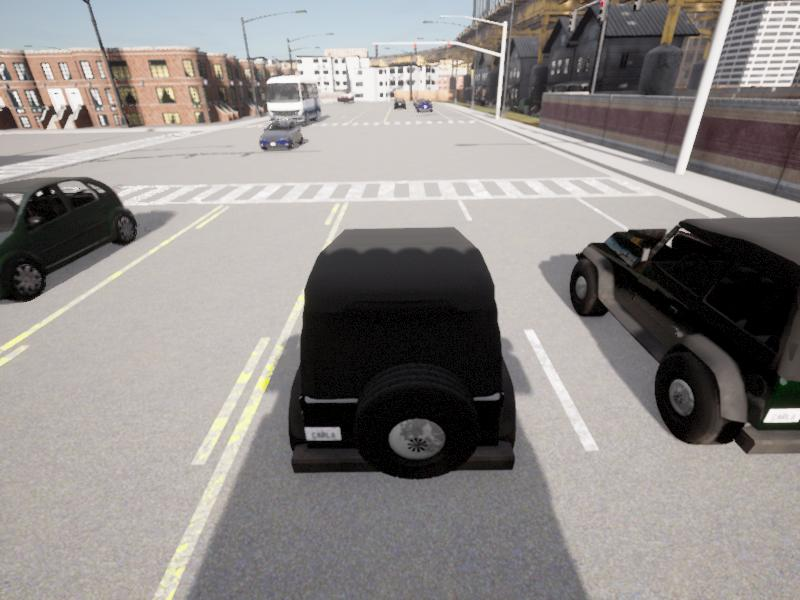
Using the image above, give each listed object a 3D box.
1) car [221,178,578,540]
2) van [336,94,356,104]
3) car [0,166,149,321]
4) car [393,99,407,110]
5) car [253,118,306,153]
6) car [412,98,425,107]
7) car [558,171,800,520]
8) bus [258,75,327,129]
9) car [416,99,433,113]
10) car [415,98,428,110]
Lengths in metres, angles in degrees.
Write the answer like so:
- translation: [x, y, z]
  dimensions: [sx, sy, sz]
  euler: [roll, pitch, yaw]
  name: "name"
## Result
- translation: [0.010, 0.064, 4.283]
  dimensions: [1.905, 1.878, 3.866]
  euler: [-1, 28, 1]
  name: "car"
- translation: [-13.296, -49.246, 98.068]
  dimensions: [4.480, 2.038, 2.069]
  euler: [17, 33, 30]
  name: "van"
- translation: [-6.991, -1.316, 7.514]
  dimensions: [1.851, 1.617, 3.988]
  euler: [-1, 28, 1]
  name: "car"
- translation: [-0.004, -32.976, 67.275]
  dimensions: [2.163, 1.488, 4.792]
  euler: [-1, 28, 1]
  name: "car"
- translation: [-6.989, -9.793, 23.701]
  dimensions: [1.816, 1.474, 4.193]
  euler: [-1, 28, 1]
  name: "car"
- translation: [3.464, -36.891, 74.715]
  dimensions: [1.895, 1.301, 4.718]
  euler: [-2, 28, -2]
  name: "car"
- translation: [3.510, -0.053, 4.349]
  dimensions: [1.905, 1.878, 3.866]
  euler: [-1, 28, 1]
  name: "car"
- translation: [-10.402, -20.146, 40.478]
  dimensions: [3.944, 4.253, 10.273]
  euler: [-1, 28, 1]
  name: "bus"
- translation: [3.497, -27.930, 57.407]
  dimensions: [2.152, 1.651, 5.027]
  euler: [-1, 27, 1]
  name: "car"
- translation: [3.496, -31.848, 64.921]
  dimensions: [1.882, 1.535, 5.008]
  euler: [-1, 28, 1]
  name: "car"
